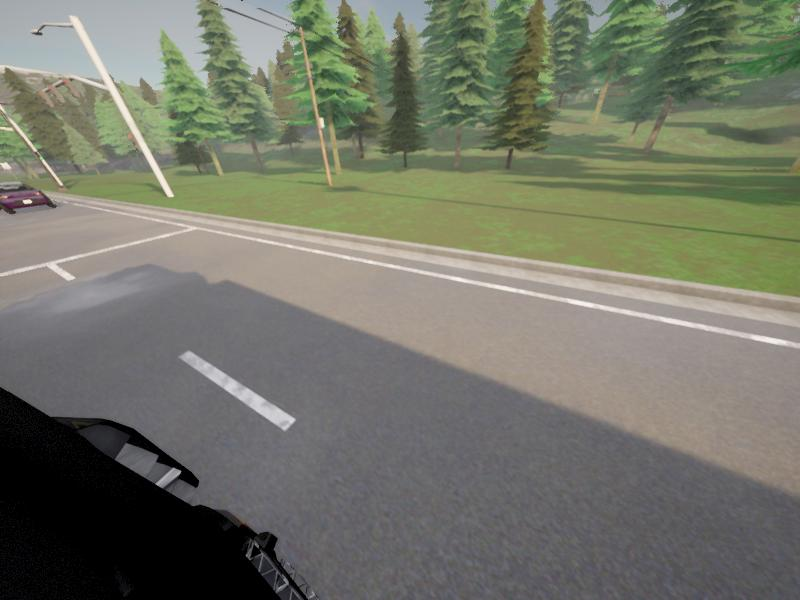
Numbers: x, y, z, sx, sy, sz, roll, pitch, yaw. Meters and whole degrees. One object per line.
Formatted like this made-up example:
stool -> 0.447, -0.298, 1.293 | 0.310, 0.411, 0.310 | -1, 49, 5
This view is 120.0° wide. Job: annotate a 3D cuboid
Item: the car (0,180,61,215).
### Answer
car -> -22.737, -6.167, 13.714 | 4.193, 1.474, 1.816 | 15, 37, 25
